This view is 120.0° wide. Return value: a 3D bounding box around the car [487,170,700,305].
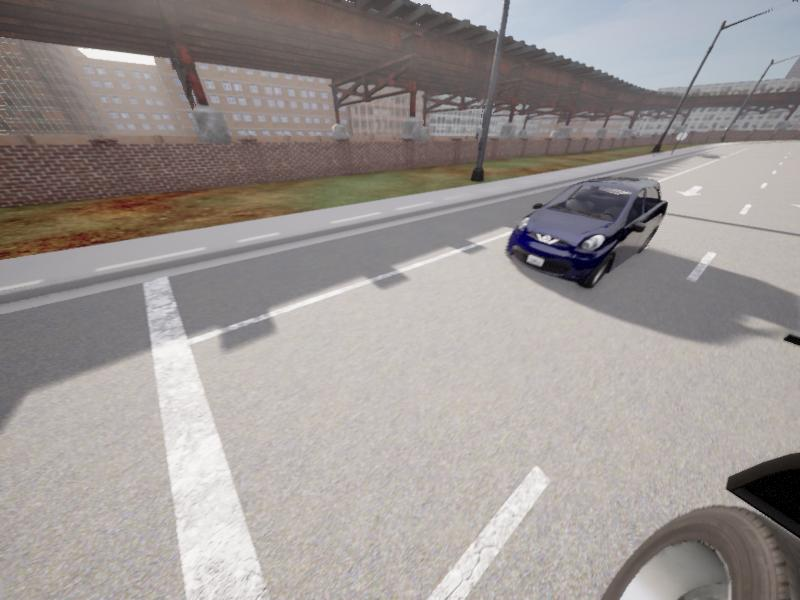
[{"bbox_3d":[3.867,-1.577,4.733,3.633,1.501,1.845,-23,41,-28],"label":"car"}]
